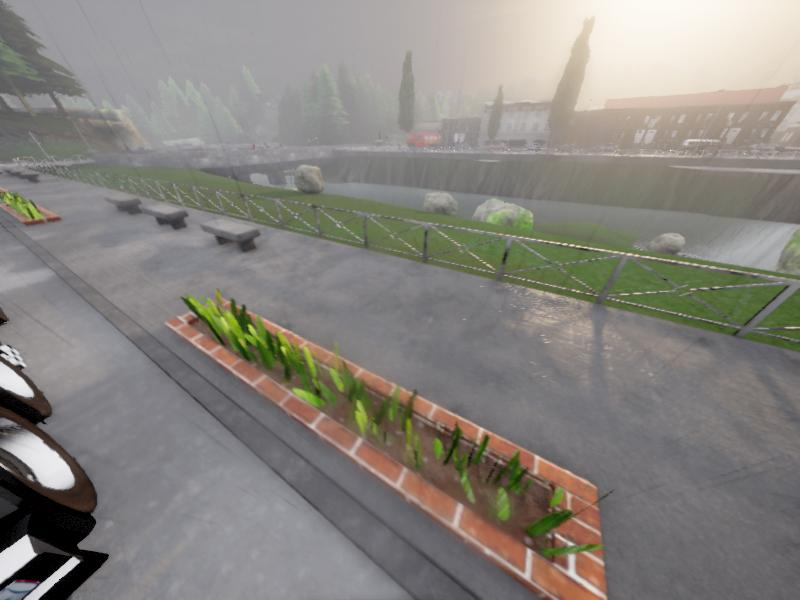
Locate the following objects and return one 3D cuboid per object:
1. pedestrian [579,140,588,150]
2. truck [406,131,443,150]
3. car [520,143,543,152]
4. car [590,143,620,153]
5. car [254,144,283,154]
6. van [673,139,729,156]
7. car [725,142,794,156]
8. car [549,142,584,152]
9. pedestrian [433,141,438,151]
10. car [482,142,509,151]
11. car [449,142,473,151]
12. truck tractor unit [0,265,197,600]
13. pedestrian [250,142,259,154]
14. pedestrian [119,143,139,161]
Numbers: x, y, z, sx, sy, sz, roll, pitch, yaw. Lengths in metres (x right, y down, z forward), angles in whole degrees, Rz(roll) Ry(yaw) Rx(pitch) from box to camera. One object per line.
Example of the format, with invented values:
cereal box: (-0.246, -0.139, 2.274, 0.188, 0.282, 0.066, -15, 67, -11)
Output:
pedestrian: (39.117, -33.013, 49.211, 0.751, 1.860, 0.751, 18, 39, 25)
truck: (6.010, -39.799, 57.701, 8.468, 3.827, 2.891, 18, 39, 24)
car: (27.381, -31.920, 48.281, 3.806, 1.475, 1.970, 18, 39, 24)
car: (38.202, -28.426, 43.172, 3.806, 1.475, 1.970, 18, 39, 24)
car: (-28.045, -32.387, 49.399, 2.038, 1.542, 4.974, 18, 40, 24)
van: (46.011, -23.504, 35.546, 4.480, 2.038, 2.069, 18, 39, 24)
car: (54.642, -23.173, 35.346, 5.238, 1.638, 1.930, 18, 39, 24)
car: (32.766, -30.252, 45.696, 5.238, 1.638, 1.930, 18, 39, 24)
pedestrian: (8.301, -36.233, 54.258, 0.751, 1.860, 0.751, -15, 37, -20)
car: (21.179, -33.986, 51.173, 5.027, 1.651, 2.152, 18, 39, 24)
car: (14.254, -36.228, 54.446, 4.856, 1.649, 2.033, 18, 39, 24)
truck tractor unit: (-5.118, -0.295, 0.773, 6.516, 4.208, 3.053, 18, 39, 24)
pedestrian: (-27.014, -28.258, 42.935, 0.751, 1.860, 0.751, 26, 43, 33)
pedestrian: (-35.249, -19.244, 30.055, 0.751, 1.860, 0.751, 18, 39, 24)
